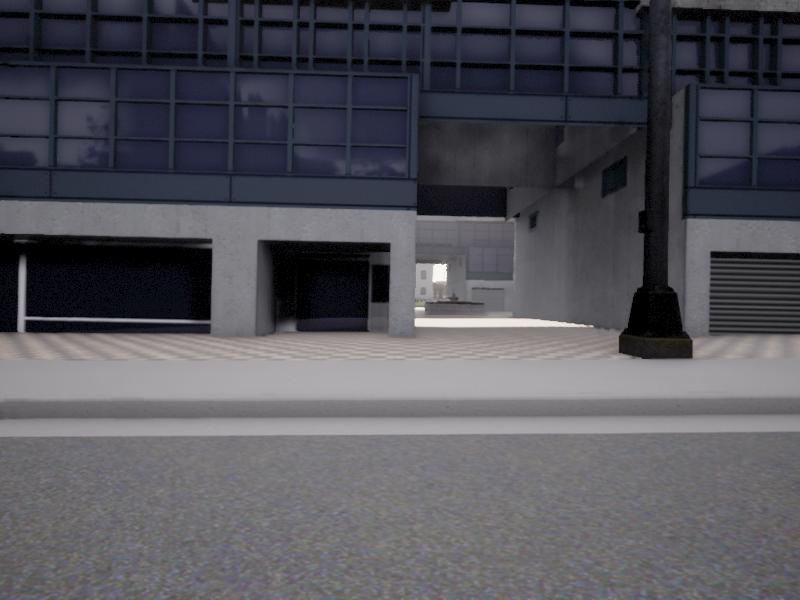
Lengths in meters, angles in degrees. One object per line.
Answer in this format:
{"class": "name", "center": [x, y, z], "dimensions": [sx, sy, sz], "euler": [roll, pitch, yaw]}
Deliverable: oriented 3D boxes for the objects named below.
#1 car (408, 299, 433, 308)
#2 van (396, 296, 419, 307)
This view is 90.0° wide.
{"class": "car", "center": [3.795, 0.600, 74.559], "dimensions": [4.514, 1.525, 2.007], "euler": [1, 0, 4]}
{"class": "van", "center": [1.430, 0.286, 78.085], "dimensions": [4.442, 1.987, 1.775], "euler": [1, 0, 4]}
